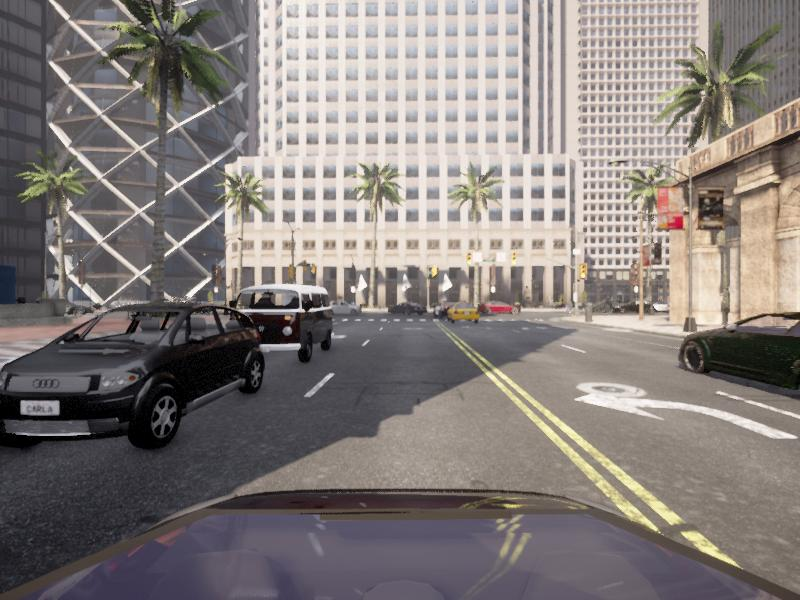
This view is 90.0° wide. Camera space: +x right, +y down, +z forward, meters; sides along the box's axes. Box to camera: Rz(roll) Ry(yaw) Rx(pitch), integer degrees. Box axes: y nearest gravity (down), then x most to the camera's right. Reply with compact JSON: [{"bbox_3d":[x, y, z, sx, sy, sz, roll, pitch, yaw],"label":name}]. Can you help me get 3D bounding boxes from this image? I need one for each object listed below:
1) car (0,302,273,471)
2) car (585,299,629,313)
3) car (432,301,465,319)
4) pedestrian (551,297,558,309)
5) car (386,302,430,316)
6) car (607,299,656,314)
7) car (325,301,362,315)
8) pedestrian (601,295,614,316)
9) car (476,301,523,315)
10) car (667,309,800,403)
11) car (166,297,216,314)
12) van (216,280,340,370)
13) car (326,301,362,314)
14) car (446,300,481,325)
[{"bbox_3d":[-3.308,0.815,5.590,1.789,1.549,3.705,0,0,2],"label":"car"},{"bbox_3d":[26.627,0.700,51.489,4.553,1.767,2.097,0,0,2],"label":"car"},{"bbox_3d":[4.227,0.830,35.798,2.038,1.542,4.974,0,0,-3],"label":"car"},{"bbox_3d":[23.508,0.491,60.733,0.751,1.860,0.751,0,0,-2],"label":"pedestrian"},{"bbox_3d":[0.748,0.899,42.786,2.033,1.411,5.357,0,0,-34],"label":"car"},{"bbox_3d":[27.688,0.761,47.952,4.611,1.667,2.242,0,0,2],"label":"car"},{"bbox_3d":[-5.900,0.831,42.062,3.633,1.501,1.845,0,0,2],"label":"car"},{"bbox_3d":[19.113,0.496,36.900,0.751,1.860,0.751,0,0,-11],"label":"pedestrian"},{"bbox_3d":[11.118,0.856,45.015,4.792,1.488,2.163,0,0,2],"label":"car"},{"bbox_3d":[7.252,0.908,7.333,1.994,1.385,4.181,0,0,2],"label":"car"},{"bbox_3d":[-23.796,0.655,45.711,4.605,1.855,1.932,0,0,-3],"label":"car"},{"bbox_3d":[-3.137,0.572,11.408,2.069,2.038,4.480,0,0,2],"label":"van"},{"bbox_3d":[-6.300,0.858,45.566,3.806,1.475,1.970,0,0,1],"label":"car"},{"bbox_3d":[4.401,0.804,28.379,1.801,1.575,5.366,0,0,2],"label":"car"}]
